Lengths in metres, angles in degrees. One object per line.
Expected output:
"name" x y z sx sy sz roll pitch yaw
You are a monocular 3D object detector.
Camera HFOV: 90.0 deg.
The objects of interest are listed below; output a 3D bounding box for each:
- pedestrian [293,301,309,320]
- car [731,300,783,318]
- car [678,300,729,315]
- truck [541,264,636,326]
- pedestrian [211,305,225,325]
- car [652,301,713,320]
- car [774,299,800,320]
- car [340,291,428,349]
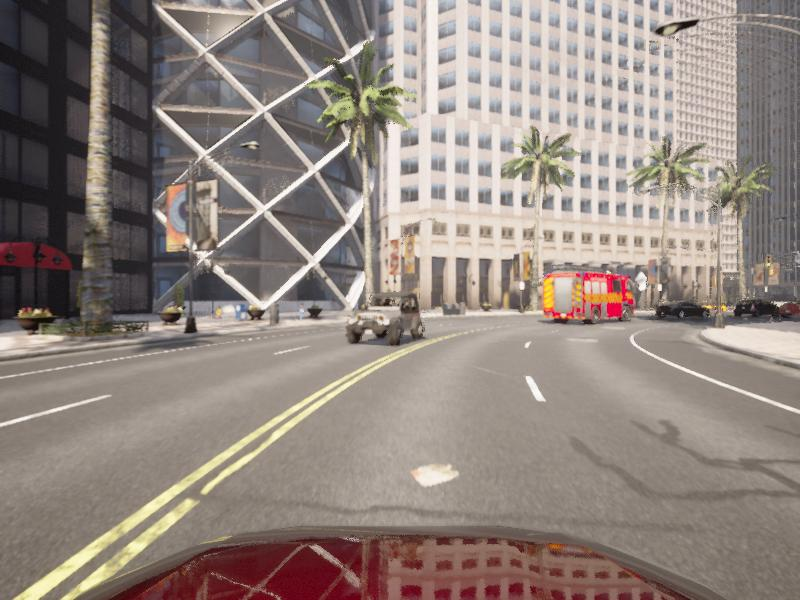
"pedestrian" -7.028 0.753 28.377 0.751 1.300 0.751 0 0 32
"car" 33.221 0.787 37.217 3.988 1.617 1.851 0 0 -18
"car" 34.062 0.799 44.876 5.366 1.575 1.801 0 0 -18
"truck" 13.592 -0.325 28.460 8.468 3.827 2.891 0 0 -41
"pedestrian" -10.532 0.854 23.153 0.500 1.100 0.500 0 0 31
"car" 23.901 0.843 33.865 4.892 1.490 1.837 0 0 -21
"car" 34.166 0.782 32.995 5.027 1.651 2.152 0 0 -8
"car" -0.438 0.641 15.098 1.905 1.878 3.866 0 0 22
